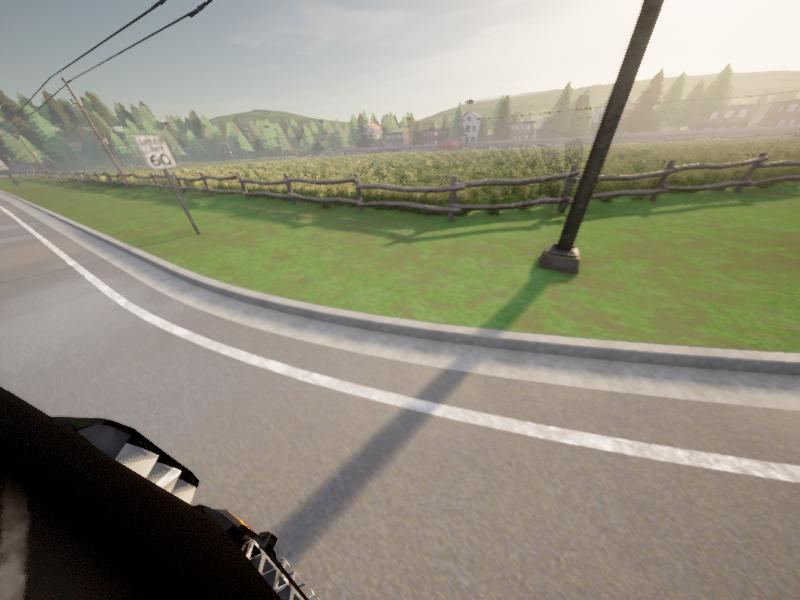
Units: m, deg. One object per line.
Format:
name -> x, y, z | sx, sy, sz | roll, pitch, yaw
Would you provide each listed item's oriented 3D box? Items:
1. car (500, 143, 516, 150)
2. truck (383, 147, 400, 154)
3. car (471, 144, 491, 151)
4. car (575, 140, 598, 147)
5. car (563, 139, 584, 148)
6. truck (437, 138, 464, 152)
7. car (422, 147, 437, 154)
car -> 33.732, -47.854, 72.102 | 3.988, 1.617, 1.851 | 17, 38, 27
truck -> -3.319, -59.095, 91.350 | 6.274, 2.098, 2.390 | 17, 38, 27
car -> 25.575, -48.055, 72.928 | 5.238, 1.638, 1.930 | 17, 38, 27
car -> 52.846, -44.422, 65.518 | 4.792, 1.488, 2.163 | 17, 38, 27
car -> 45.137, -40.680, 60.108 | 3.866, 1.878, 1.905 | 17, 38, 27
truck -> 18.082, -55.695, 83.027 | 8.468, 3.827, 2.891 | 17, 38, 27
car -> 9.940, -50.394, 77.741 | 4.611, 1.667, 2.242 | 17, 38, 27
